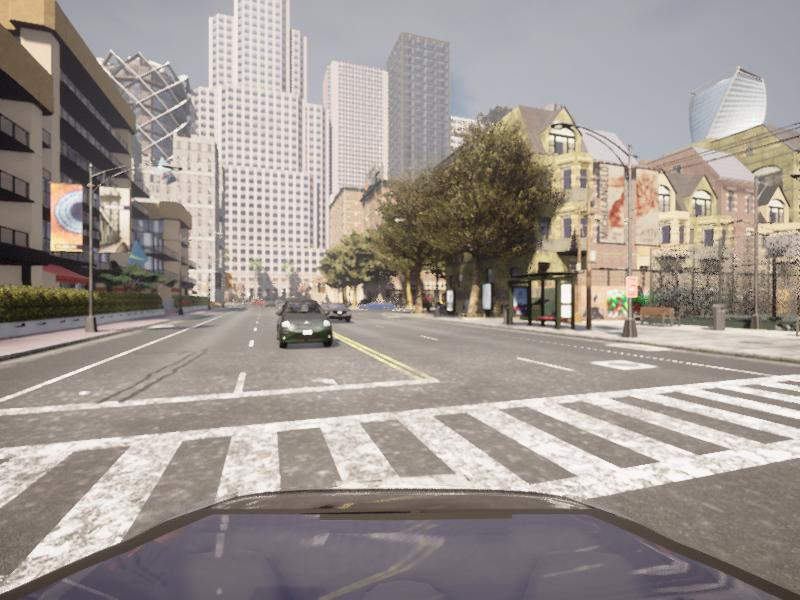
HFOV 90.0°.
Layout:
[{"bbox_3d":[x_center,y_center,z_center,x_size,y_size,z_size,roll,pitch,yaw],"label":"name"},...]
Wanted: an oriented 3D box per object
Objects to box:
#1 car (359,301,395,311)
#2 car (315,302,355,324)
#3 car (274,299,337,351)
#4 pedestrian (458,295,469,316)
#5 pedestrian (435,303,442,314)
[{"bbox_3d":[-3.406,0.870,59.745,5.357,1.411,2.033,0,0,0],"label":"car"},{"bbox_3d":[-4.831,0.883,29.083,2.033,1.411,5.357,0,0,-19],"label":"car"},{"bbox_3d":[-3.577,0.782,14.577,1.851,1.617,3.988,0,0,-19],"label":"car"},{"bbox_3d":[5.540,0.469,34.841,0.751,1.860,0.751,0,0,-12],"label":"pedestrian"},{"bbox_3d":[3.823,0.848,39.794,0.500,1.100,0.500,0,0,-14],"label":"pedestrian"}]
